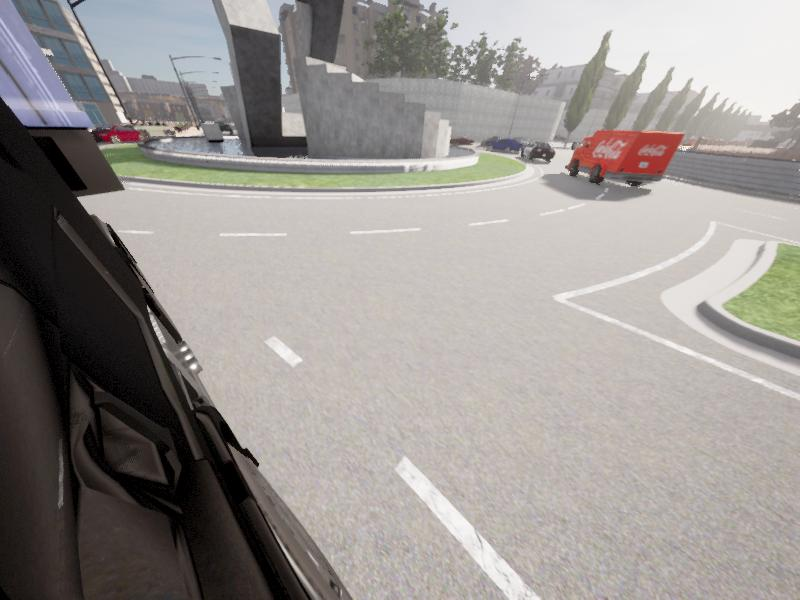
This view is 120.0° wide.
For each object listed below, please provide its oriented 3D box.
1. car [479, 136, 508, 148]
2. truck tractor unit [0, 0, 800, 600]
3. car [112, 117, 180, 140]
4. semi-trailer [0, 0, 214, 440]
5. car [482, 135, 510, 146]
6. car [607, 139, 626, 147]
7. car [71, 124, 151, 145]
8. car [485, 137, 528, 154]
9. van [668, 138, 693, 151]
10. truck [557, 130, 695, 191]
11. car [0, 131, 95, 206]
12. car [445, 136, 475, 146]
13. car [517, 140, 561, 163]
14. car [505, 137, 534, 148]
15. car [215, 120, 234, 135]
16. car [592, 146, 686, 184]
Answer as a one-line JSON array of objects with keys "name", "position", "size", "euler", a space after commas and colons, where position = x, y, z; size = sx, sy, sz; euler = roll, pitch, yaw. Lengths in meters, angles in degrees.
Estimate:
[{"name": "car", "position": [16.037, -27.124, 39.665], "size": [4.674, 1.442, 1.812], "euler": [-19, 42, -26]}, {"name": "truck tractor unit", "position": [-2.645, -0.295, 0.351], "size": [6.516, 4.208, 3.053], "euler": [28, 44, 30]}, {"name": "car", "position": [-28.343, -19.361, 26.110], "size": [1.932, 1.855, 4.605], "euler": [10, 38, 9]}, {"name": "semi-trailer", "position": [-9.781, -2.490, 2.663], "size": [14.254, 4.402, 2.717], "euler": [13, 38, 14]}, {"name": "car", "position": [18.230, -30.378, 44.075], "size": [4.974, 1.542, 2.038], "euler": [-20, 42, -27]}, {"name": "car", "position": [59.410, -42.997, 63.360], "size": [5.366, 1.575, 1.801], "euler": [-20, 43, -27]}, {"name": "car", "position": [-25.584, -14.895, 20.752], "size": [1.994, 1.385, 4.181], "euler": [2, 37, -1]}, {"name": "car", "position": [14.316, -21.080, 31.412], "size": [1.882, 1.535, 5.008], "euler": [-16, 41, -24]}, {"name": "van", "position": [71.064, -39.418, 58.433], "size": [5.915, 2.561, 1.988], "euler": [-20, 43, -27]}, {"name": "truck", "position": [12.225, -8.243, 13.359], "size": [2.627, 2.467, 5.204], "euler": [4, 36, 2]}, {"name": "car", "position": [-13.098, -4.370, 7.328], "size": [5.366, 1.575, 1.801], "euler": [14, 38, 15]}, {"name": "car", "position": [10.492, -27.872, 40.432], "size": [4.718, 1.301, 1.895], "euler": [-13, 40, -20]}, {"name": "car", "position": [13.919, -15.181, 23.516], "size": [2.038, 1.542, 4.974], "euler": [7, 37, 5]}, {"name": "car", "position": [22.157, -29.269, 42.846], "size": [4.974, 1.542, 2.038], "euler": [-20, 42, -27]}, {"name": "car", "position": [-29.697, -29.259, 39.222], "size": [1.905, 1.878, 3.866], "euler": [-15, 40, -22]}, {"name": "car", "position": [16.004, -9.498, 15.989], "size": [2.033, 1.649, 4.856], "euler": [7, 37, 6]}]
